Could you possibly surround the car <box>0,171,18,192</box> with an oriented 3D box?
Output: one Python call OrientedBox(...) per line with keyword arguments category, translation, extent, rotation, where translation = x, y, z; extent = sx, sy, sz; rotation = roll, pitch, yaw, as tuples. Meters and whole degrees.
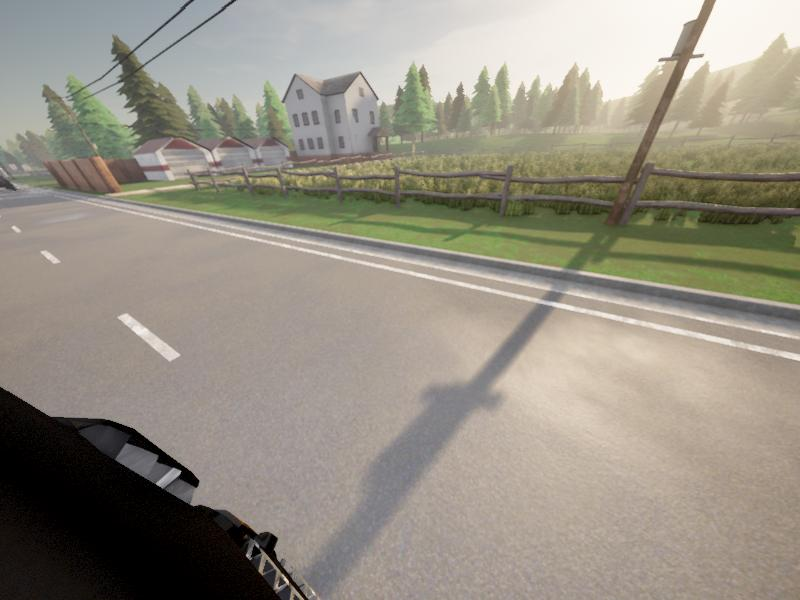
OrientedBox(category="car", translation=(-47.512, -13.726, 26.776), extent=(5.566, 2.045, 2.150), rotation=(15, 38, 26))
